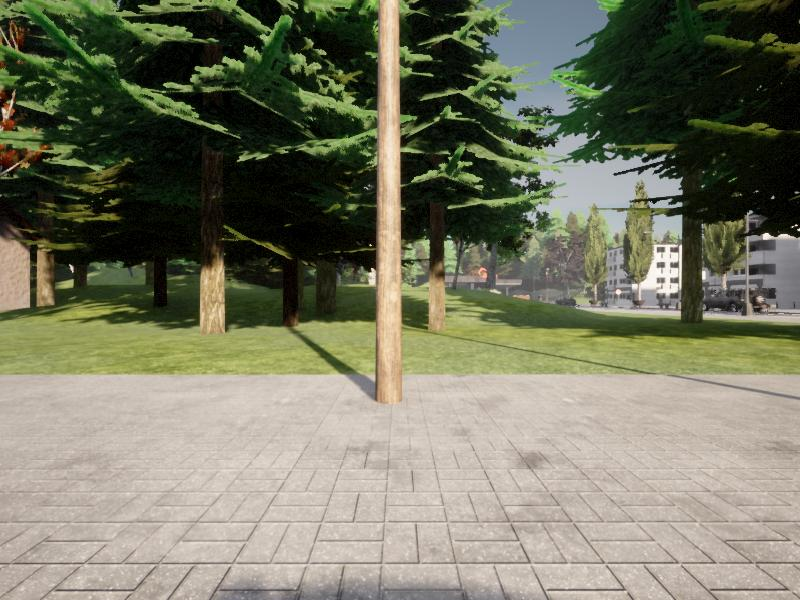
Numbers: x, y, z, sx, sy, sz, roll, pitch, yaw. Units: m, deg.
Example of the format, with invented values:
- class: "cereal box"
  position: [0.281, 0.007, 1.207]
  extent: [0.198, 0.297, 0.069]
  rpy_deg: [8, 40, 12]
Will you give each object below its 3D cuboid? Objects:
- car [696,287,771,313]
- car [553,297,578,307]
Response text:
- class: "car"
  position: [25.592, 0.050, 30.969]
  extent: [1.932, 1.855, 4.605]
  rpy_deg: [0, -1, 0]
- class: "car"
  position: [25.585, 0.246, 62.082]
  extent: [1.837, 1.490, 4.892]
  rpy_deg: [0, 0, 0]
